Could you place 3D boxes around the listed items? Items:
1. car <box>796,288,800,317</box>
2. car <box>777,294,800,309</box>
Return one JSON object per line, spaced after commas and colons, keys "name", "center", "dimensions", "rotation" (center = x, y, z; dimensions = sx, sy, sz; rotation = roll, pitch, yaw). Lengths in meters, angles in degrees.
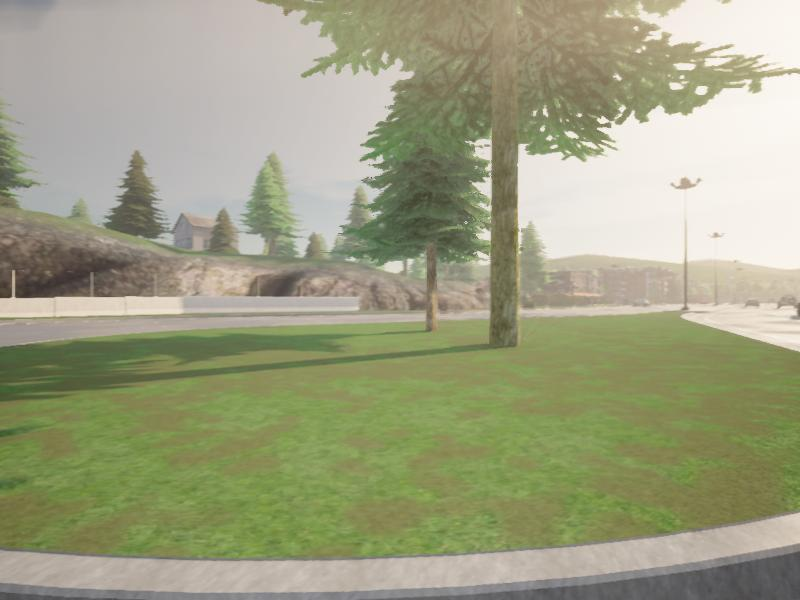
{"name": "car", "center": [26.543, 0.141, 25.244], "dimensions": [1.905, 1.878, 3.866], "rotation": [0, 0, 40]}
{"name": "car", "center": [50.173, 0.242, 51.758], "dimensions": [1.932, 1.855, 4.605], "rotation": [0, 0, 42]}
